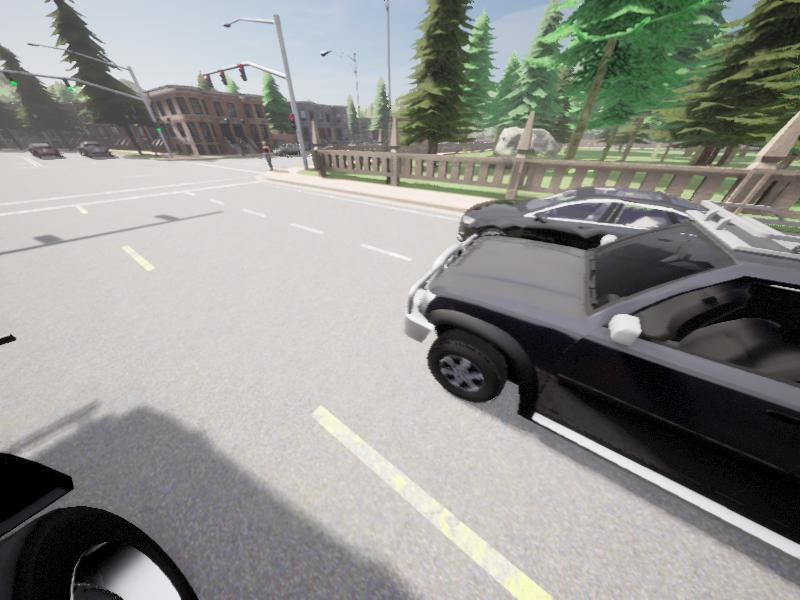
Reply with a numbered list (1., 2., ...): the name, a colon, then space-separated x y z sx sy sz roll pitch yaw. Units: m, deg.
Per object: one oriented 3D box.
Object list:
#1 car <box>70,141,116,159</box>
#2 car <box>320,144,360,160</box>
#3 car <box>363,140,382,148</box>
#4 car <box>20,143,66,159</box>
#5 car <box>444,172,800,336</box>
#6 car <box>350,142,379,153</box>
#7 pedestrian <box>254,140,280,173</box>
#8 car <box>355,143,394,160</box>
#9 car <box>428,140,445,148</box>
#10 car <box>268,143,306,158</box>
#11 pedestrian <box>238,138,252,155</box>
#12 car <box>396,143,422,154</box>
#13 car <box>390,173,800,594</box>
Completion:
1. car: -37.871 -18.574 28.512 4.611 1.667 2.242 21 40 27
2. car: -7.528 -19.020 29.540 1.837 1.490 4.892 22 41 28
3. car: -7.313 -41.188 60.794 4.856 1.649 2.033 24 41 29
4. car: -43.434 -18.192 28.088 4.792 1.488 2.163 20 40 26
5. car: 3.669 -1.419 4.641 4.902 1.511 2.128 22 40 27
6. car: -6.242 -27.151 41.011 1.801 1.575 5.366 22 41 28
7. pedestrian: -9.231 -9.998 16.100 0.751 1.860 0.751 8 36 11
8. car: -3.118 -19.179 29.672 1.930 1.638 5.238 22 41 28
9. car: 9.418 -40.022 59.341 2.033 1.649 4.856 22 41 28
10. car: -14.987 -19.934 30.791 1.970 1.475 3.806 22 41 28
11. pedestrian: -21.201 -20.988 31.598 0.751 1.860 0.751 9 36 12
12. car: 1.623 -26.481 40.285 2.033 1.411 5.357 22 41 28
13. car: 2.363 0.321 1.845 4.605 1.855 1.932 22 40 27
